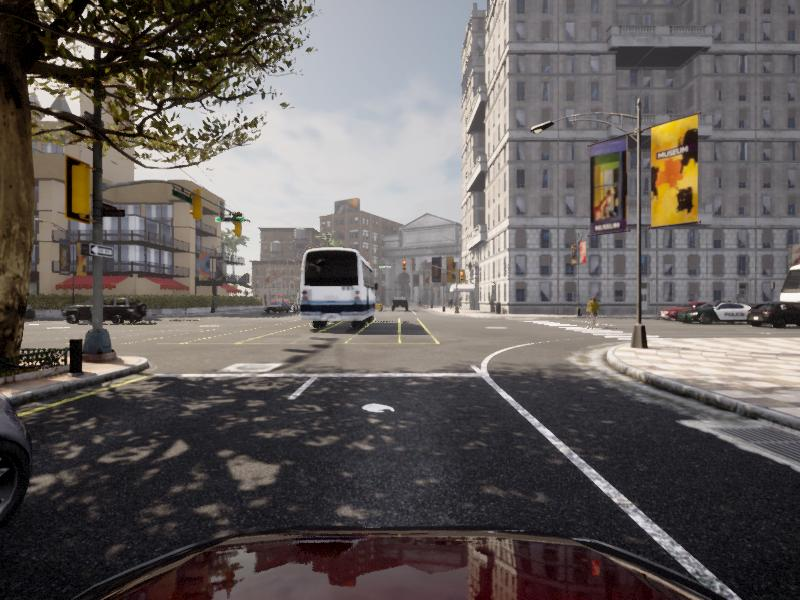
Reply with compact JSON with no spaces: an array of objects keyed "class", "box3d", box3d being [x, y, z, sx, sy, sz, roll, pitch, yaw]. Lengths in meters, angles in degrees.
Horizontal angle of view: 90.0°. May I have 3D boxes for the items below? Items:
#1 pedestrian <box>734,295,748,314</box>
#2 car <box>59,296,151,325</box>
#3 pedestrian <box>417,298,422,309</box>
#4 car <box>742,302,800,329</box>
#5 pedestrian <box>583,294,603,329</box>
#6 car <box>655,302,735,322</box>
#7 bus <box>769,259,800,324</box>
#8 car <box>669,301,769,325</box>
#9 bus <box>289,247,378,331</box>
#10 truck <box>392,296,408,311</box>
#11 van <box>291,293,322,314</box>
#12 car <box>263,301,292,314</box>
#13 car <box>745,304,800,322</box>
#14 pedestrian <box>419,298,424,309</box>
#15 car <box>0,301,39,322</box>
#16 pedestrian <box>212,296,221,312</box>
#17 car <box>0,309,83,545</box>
[{"class":"pedestrian","box3d":[33.657,0.479,39.469,0.751,1.860,0.751,0,0,8]},{"class":"car","box3d":[-19.286,0.648,26.283,4.605,1.855,1.932,0,0,0]},{"class":"pedestrian","box3d":[3.424,0.627,70.467,0.751,1.860,0.751,0,0,-5]},{"class":"car","box3d":[22.546,0.851,23.029,4.193,1.474,1.816,0,0,0]},{"class":"pedestrian","box3d":[10.520,0.634,21.795,0.751,1.860,0.751,0,0,0]},{"class":"car","box3d":[22.054,0.865,30.011,4.674,1.442,1.812,0,0,0]},{"class":"bus","box3d":[31.364,-0.538,26.425,10.273,4.253,3.944,0,0,0]},{"class":"car","box3d":[21.033,0.821,26.510,4.974,1.542,2.038,0,0,0]},{"class":"bus","box3d":[-3.621,-0.540,25.346,3.944,4.253,10.273,0,0,0]},{"class":"truck","box3d":[0.000,0.534,59.649,2.390,2.098,6.274,0,0,0]},{"class":"van","box3d":[-11.502,0.371,49.802,2.351,2.431,6.366,0,0,0]},{"class":"car","box3d":[-15.001,0.888,49.342,2.033,1.411,5.357,0,0,0]},{"class":"car","box3d":[29.057,0.939,30.045,4.718,1.301,1.895,0,0,0]},{"class":"pedestrian","box3d":[3.821,0.627,71.059,0.751,1.860,0.751,0,0,-1]},{"class":"car","box3d":[-29.649,0.849,29.725,3.806,1.475,1.970,0,0,0]},{"class":"pedestrian","box3d":[-22.224,0.478,48.456,0.751,1.860,0.751,0,0,-1]},{"class":"car","box3d":[-3.492,0.826,1.425,1.845,1.501,3.633,0,0,0]}]
